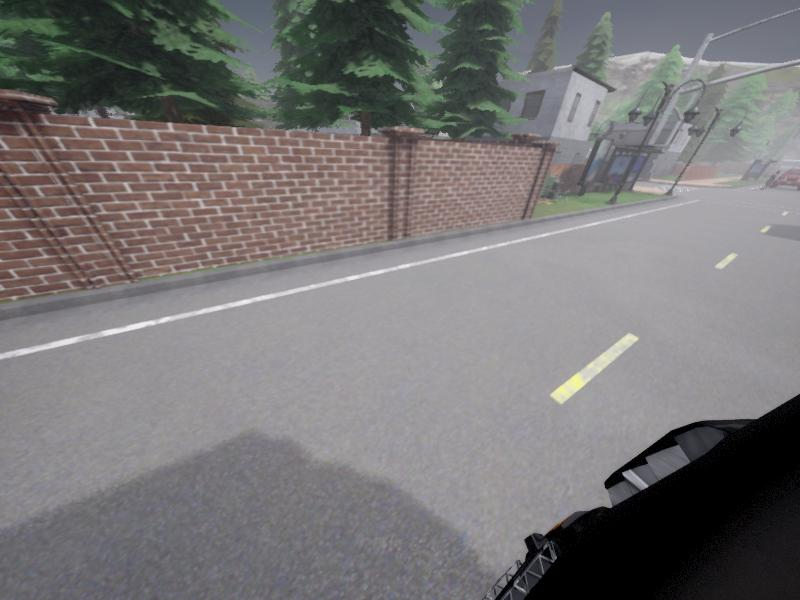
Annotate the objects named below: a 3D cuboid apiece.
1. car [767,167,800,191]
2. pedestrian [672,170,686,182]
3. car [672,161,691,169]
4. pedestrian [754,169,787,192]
[{"bbox_3d":[44.588,-13.693,26.099,5.566,2.045,2.150,-17,38,-27],"label":"car"},{"bbox_3d":[31.178,-13.877,25.841,0.500,1.100,0.500,-20,40,-31],"label":"pedestrian"},{"bbox_3d":[79.791,-38.171,65.422,4.605,1.855,1.932,-18,39,-28],"label":"car"},{"bbox_3d":[35.507,-11.457,22.166,0.751,1.860,0.751,-12,36,-21],"label":"pedestrian"}]
